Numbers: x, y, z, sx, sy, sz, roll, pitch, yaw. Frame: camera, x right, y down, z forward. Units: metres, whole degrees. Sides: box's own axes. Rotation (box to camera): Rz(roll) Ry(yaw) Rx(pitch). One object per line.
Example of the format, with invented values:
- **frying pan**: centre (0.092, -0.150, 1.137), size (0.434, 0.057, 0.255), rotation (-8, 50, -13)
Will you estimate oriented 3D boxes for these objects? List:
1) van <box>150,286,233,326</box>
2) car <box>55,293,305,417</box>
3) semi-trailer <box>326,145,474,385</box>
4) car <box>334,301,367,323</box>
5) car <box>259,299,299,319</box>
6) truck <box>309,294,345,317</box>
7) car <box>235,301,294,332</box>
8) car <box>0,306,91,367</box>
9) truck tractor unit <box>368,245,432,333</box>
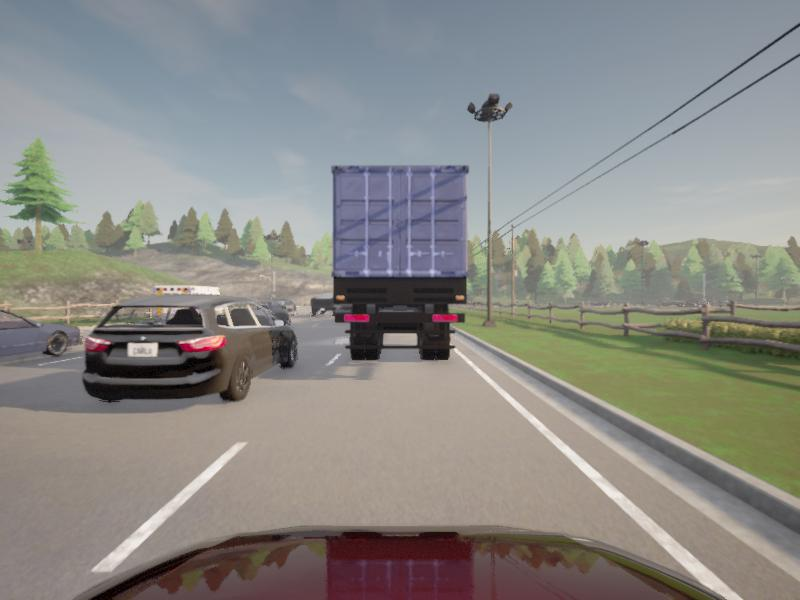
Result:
- **van**: centre (-13.992, 0.336, 27.451), size (2.351, 2.431, 6.366), rotation (0, 0, 0)
- **car**: centre (-3.521, 0.744, 7.704), size (2.242, 1.667, 4.611), rotation (0, 0, 0)
- **semi-trailer**: centre (0.007, -0.638, 14.473), size (2.717, 4.402, 14.254), rotation (0, 0, 0)
- **car**: centre (-3.493, 0.801, 29.071), size (1.837, 1.490, 4.892), rotation (0, 0, 0)
- **car**: centre (-10.493, 0.718, 35.101), size (1.930, 1.638, 5.238), rotation (0, 0, 0)
- **truck**: centre (-7.002, 0.482, 39.274), size (2.390, 2.098, 6.274), rotation (0, 0, 0)
- **car**: centre (-6.993, 0.796, 20.994), size (1.845, 1.501, 3.633), rotation (0, 0, 0)
- **car**: centre (-10.495, 0.880, 9.588), size (2.033, 1.411, 5.357), rotation (0, 0, 0)
- **truck tractor unit**: centre (0.010, -0.549, 22.388), size (3.053, 4.208, 6.516), rotation (0, 0, 0)
